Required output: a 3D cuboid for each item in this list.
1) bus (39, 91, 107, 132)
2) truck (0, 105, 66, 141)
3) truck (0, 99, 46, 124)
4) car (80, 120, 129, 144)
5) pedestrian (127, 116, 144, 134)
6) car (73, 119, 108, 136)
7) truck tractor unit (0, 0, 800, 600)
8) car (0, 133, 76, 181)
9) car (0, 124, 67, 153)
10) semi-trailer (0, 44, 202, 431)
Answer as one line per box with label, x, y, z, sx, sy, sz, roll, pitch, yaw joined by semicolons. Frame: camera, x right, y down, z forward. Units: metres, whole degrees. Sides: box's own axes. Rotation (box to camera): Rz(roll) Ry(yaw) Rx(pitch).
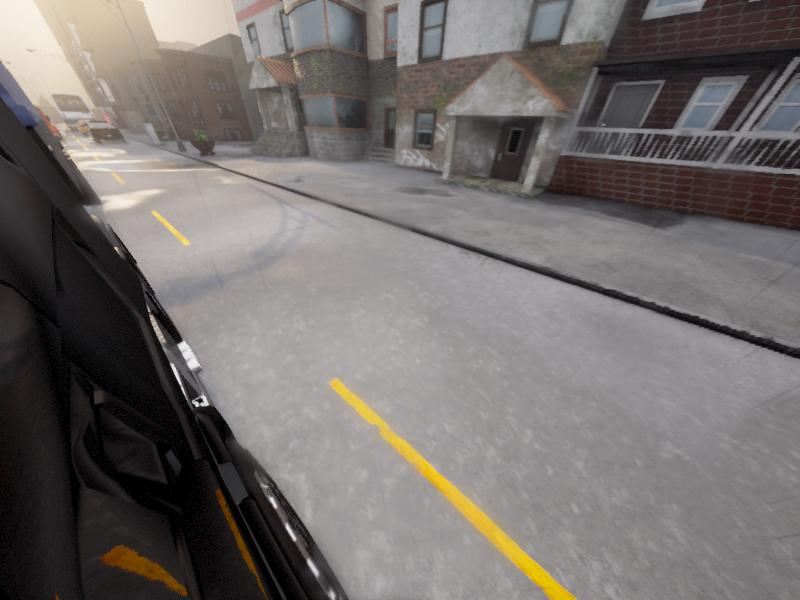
bus;-49.731;-28.503;35.185;10.273;4.253;3.944;28;44;30
truck;-34.199;-16.421;21.495;5.204;2.467;2.627;28;44;30
truck;-83.439;-39.957;48.907;2.891;3.827;8.468;28;44;30
car;-28.028;-15.943;21.871;5.238;1.638;1.930;28;44;30
pedestrian;-36.198;-23.942;31.637;0.751;1.860;0.751;30;45;32
car;-38.743;-21.624;28.911;5.008;1.535;1.882;28;44;30
truck tractor unit;-2.645;-0.295;0.351;6.516;4.208;3.053;28;44;30
car;-16.314;-6.395;10.133;4.718;1.301;1.895;28;44;30
car;-25.117;-11.129;15.874;4.181;1.385;1.994;28;44;30
semi-trailer;-8.725;-3.579;4.214;14.254;4.402;2.717;28;44;30
